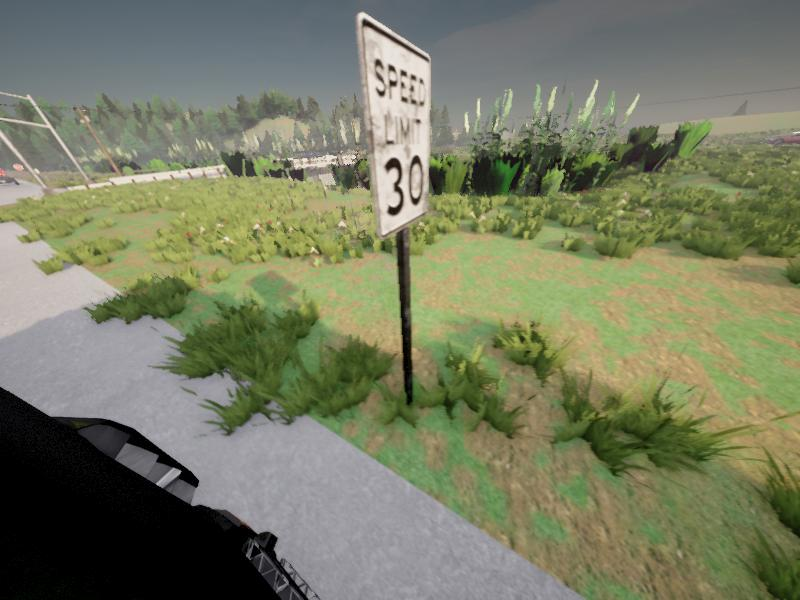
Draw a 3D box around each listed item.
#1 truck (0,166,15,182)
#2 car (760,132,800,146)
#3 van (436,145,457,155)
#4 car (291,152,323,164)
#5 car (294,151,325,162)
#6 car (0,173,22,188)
[{"bbox_3d":[-76.063,-23.636,43.430,5.204,2.467,2.627,17,39,28],"label":"truck"},{"bbox_3d":[52.583,-21.687,31.093,3.806,1.475,1.970,20,40,30],"label":"car"},{"bbox_3d":[11.269,-36.593,56.432,4.442,1.987,1.775,20,40,31],"label":"van"},{"bbox_3d":[-14.943,-22.964,37.248,1.994,1.385,4.181,21,40,31],"label":"car"},{"bbox_3d":[-16.017,-25.381,40.935,1.812,1.442,4.674,21,40,32],"label":"car"},{"bbox_3d":[-58.454,-17.641,33.993,5.027,1.651,2.152,17,39,28],"label":"car"}]
